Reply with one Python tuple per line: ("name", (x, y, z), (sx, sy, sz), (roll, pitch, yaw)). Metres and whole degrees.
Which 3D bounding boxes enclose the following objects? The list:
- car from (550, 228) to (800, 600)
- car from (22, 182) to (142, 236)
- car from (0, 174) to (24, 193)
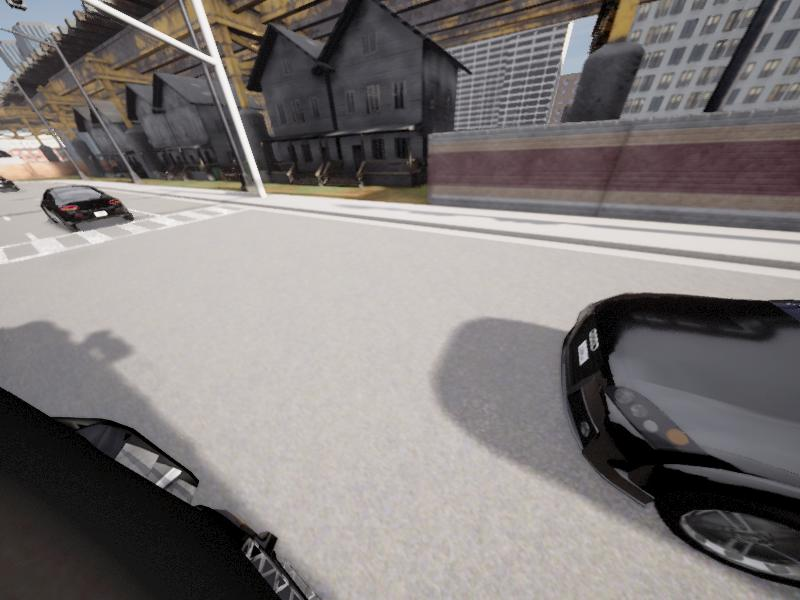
("car", (3.438, 0.831, 1.198), (4.181, 1.385, 1.994), (16, 38, 26))
("car", (-13.302, -3.973, 9.658), (4.674, 1.442, 1.812), (16, 38, 26))
("car", (-42.984, -12.430, 24.625), (4.902, 1.511, 2.128), (16, 38, 26))
